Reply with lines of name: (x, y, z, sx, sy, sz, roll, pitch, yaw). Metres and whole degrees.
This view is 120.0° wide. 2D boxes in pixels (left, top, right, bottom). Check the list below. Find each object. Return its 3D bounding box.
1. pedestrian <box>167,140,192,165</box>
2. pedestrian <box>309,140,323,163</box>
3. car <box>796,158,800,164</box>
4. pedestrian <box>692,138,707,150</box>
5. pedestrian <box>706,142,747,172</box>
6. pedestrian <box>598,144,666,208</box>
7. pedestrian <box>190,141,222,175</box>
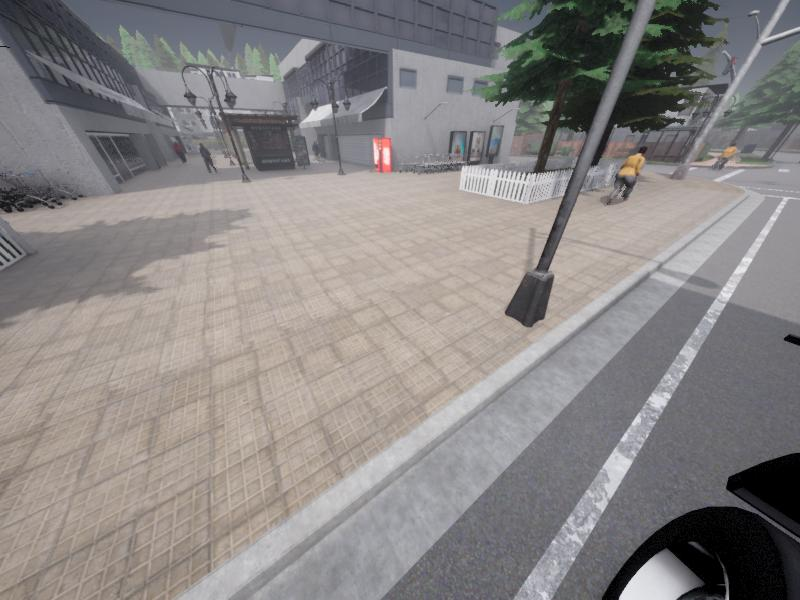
pedestrian: (-20.130, -13.487, 21.138, 0.751, 1.860, 0.751, 20, 40, 26)
pedestrian: (-8.246, -14.644, 22.707, 0.751, 1.860, 0.751, -23, 41, -29)
car: (38.928, -13.207, 21.144, 4.181, 1.385, 1.994, -26, 42, -31)
pedestrian: (56.791, -29.629, 43.863, 0.751, 1.860, 0.751, 6, 36, 9)
pedestrian: (23.988, -10.546, 17.034, 0.751, 1.860, 0.751, -9, 36, -13)
pedestrian: (7.994, -4.320, 8.067, 0.751, 1.860, 0.751, -12, 37, -16)
pedestrian: (-12.692, -9.303, 15.181, 0.751, 1.860, 0.751, -4, 35, -6)
